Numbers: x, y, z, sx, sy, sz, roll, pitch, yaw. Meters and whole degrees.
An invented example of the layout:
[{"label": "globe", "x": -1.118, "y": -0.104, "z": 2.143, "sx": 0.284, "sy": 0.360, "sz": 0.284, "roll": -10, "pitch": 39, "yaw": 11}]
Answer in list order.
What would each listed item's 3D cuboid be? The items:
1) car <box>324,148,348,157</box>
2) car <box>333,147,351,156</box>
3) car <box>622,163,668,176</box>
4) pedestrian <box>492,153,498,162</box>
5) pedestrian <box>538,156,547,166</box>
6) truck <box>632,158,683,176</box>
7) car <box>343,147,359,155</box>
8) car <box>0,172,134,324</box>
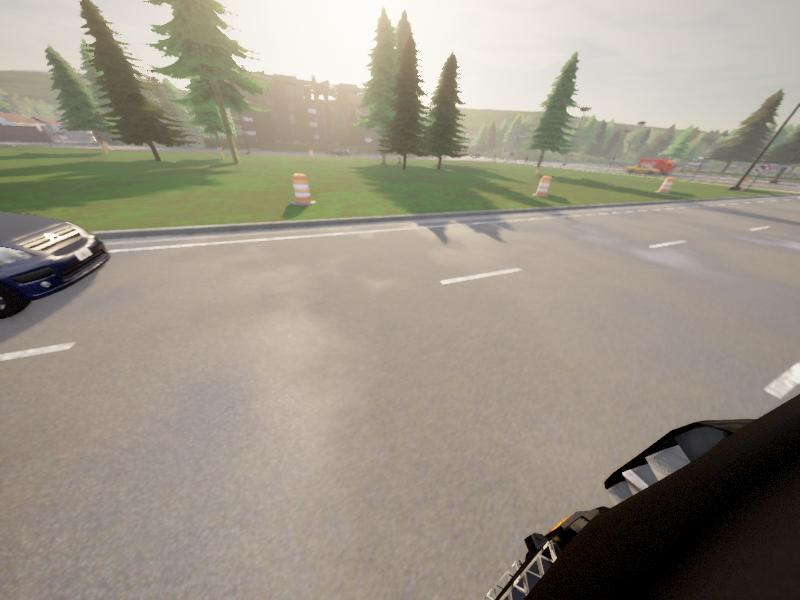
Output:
[{"label": "car", "x": -13.695, "y": -31.613, "z": 49.554, "sx": 4.718, "sy": 1.301, "sz": 1.895, "roll": -10, "pitch": 36, "yaw": -19}, {"label": "car", "x": -13.273, "y": -33.868, "z": 52.786, "sx": 3.633, "sy": 1.501, "sz": 1.845, "roll": -10, "pitch": 36, "yaw": -19}, {"label": "car", "x": 44.665, "y": -23.951, "z": 42.301, "sx": 1.801, "sy": 1.575, "sz": 5.366, "roll": -10, "pitch": 36, "yaw": -19}, {"label": "pedestrian", "x": 24.871, "y": -37.439, "z": 60.570, "sx": 0.751, "sy": 1.860, "sz": 0.751, "roll": -9, "pitch": 35, "yaw": -18}, {"label": "pedestrian", "x": 30.065, "y": -29.316, "z": 48.689, "sx": 0.751, "sy": 1.860, "sz": 0.751, "roll": -7, "pitch": 35, "yaw": -14}, {"label": "truck", "x": 47.933, "y": -24.921, "z": 43.211, "sx": 2.627, "sy": 2.467, "sz": 5.204, "roll": -10, "pitch": 36, "yaw": -19}, {"label": "car", "x": -12.509, "y": -38.183, "z": 59.340, "sx": 3.633, "sy": 1.501, "sz": 1.845, "roll": -10, "pitch": 36, "yaw": -19}, {"label": "car", "x": -6.900, "y": -0.605, "z": 2.896, "sx": 3.988, "sy": 1.617, "sz": 1.851, "roll": -11, "pitch": 36, "yaw": -20}]
